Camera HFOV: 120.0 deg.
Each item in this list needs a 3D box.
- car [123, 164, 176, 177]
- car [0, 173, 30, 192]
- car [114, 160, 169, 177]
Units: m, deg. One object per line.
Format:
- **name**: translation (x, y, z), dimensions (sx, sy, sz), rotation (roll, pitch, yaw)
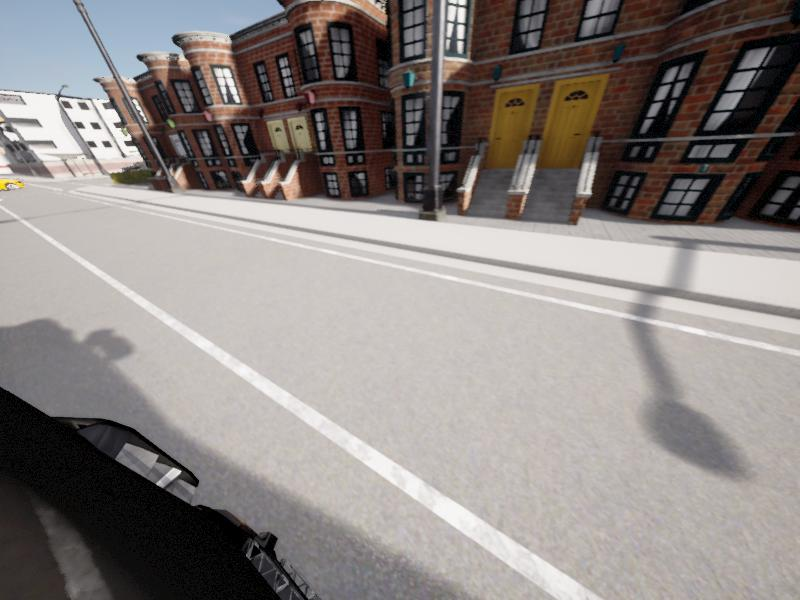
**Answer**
- **car**: translation (-40.463, -21.077, 37.508), dimensions (2.033, 1.411, 5.357), rotation (17, 38, 27)
- **car**: translation (-42.393, -11.694, 23.354), dimensions (1.882, 1.535, 5.008), rotation (16, 38, 26)
- **car**: translation (-43.397, -22.312, 38.996), dimensions (2.150, 2.045, 5.566), rotation (17, 38, 27)
